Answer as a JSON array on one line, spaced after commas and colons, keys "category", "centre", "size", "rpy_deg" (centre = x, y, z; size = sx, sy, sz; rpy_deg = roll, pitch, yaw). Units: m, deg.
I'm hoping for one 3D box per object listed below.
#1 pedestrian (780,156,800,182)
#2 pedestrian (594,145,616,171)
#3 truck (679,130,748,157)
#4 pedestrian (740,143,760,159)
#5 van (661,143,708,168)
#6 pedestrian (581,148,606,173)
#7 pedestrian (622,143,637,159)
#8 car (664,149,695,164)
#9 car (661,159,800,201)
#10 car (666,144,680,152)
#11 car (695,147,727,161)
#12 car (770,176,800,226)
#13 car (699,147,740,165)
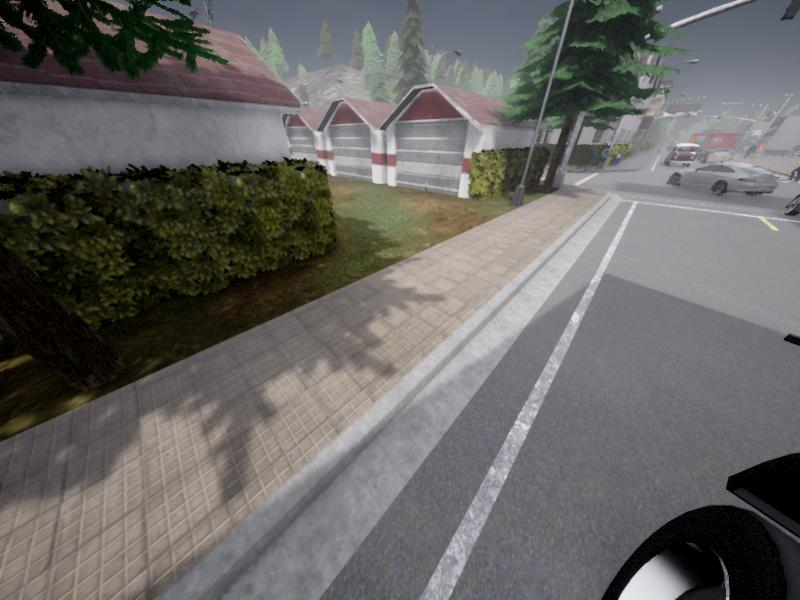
[{"category": "pedestrian", "centre": [27.204, -9.079, 15.594], "size": [0.751, 1.860, 0.751], "rpy_deg": [-25, 42, -31]}, {"category": "pedestrian", "centre": [17.946, -12.473, 20.247], "size": [0.751, 1.860, 0.751], "rpy_deg": [27, 43, 33]}, {"category": "truck", "centre": [55.692, -27.862, 41.144], "size": [8.468, 3.827, 2.891], "rpy_deg": [-10, 36, -14]}, {"category": "pedestrian", "centre": [49.949, -21.235, 32.995], "size": [0.751, 1.860, 0.751], "rpy_deg": [-28, 44, -35]}, {"category": "van", "centre": [30.336, -15.590, 24.851], "size": [2.069, 2.038, 4.480], "rpy_deg": [25, 42, 31]}, {"category": "pedestrian", "centre": [16.980, -12.272, 20.338], "size": [0.751, 1.860, 0.751], "rpy_deg": [-11, 36, -16]}, {"category": "pedestrian", "centre": [32.423, -21.111, 32.645], "size": [0.751, 1.860, 0.751], "rpy_deg": [29, 44, 34]}, {"category": "car", "centre": [35.356, -18.281, 29.350], "size": [1.994, 1.385, 4.181], "rpy_deg": [28, 44, 34]}, {"category": "car", "centre": [18.021, -6.916, 13.015], "size": [1.812, 1.442, 4.674], "rpy_deg": [4, 36, 6]}, {"category": "car", "centre": [70.401, -39.217, 59.618], "size": [1.837, 1.490, 4.892], "rpy_deg": [29, 44, 34]}, {"category": "car", "centre": [45.917, -21.729, 34.255], "size": [2.038, 1.542, 4.974], "rpy_deg": [29, 43, 34]}, {"category": "car", "centre": [14.567, -2.991, 7.143], "size": [2.128, 1.511, 4.902], "rpy_deg": [29, 42, 34]}, {"category": "car", "centre": [39.888, -18.161, 29.002], "size": [2.152, 1.651, 5.027], "rpy_deg": [29, 44, 34]}]
